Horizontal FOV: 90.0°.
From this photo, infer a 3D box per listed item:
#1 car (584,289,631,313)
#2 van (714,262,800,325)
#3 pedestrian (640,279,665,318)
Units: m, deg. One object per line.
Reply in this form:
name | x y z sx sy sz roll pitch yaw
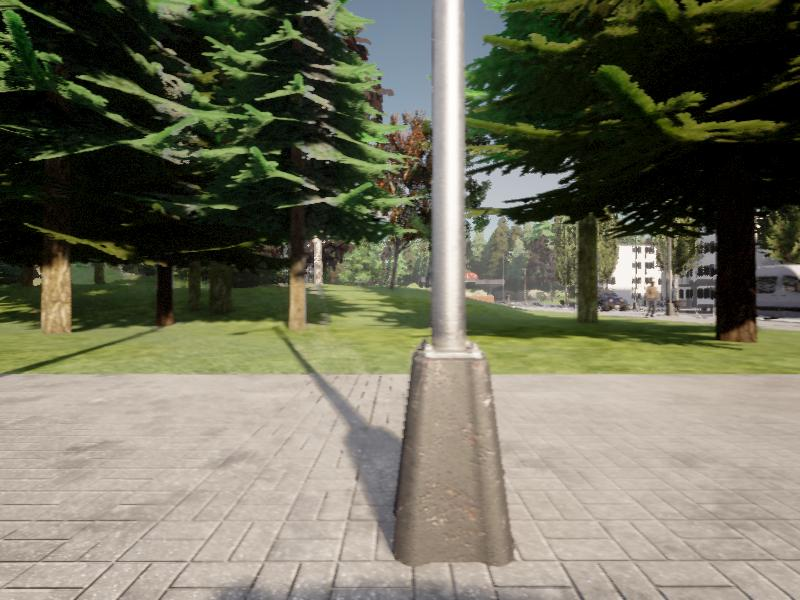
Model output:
car | 17.319 0.061 33.647 1.905 1.878 3.866 0 0 0
van | 17.384 -0.263 17.929 1.988 2.561 5.915 0 0 0
pedestrian | 12.168 -0.056 19.319 0.751 1.860 0.751 0 0 5
